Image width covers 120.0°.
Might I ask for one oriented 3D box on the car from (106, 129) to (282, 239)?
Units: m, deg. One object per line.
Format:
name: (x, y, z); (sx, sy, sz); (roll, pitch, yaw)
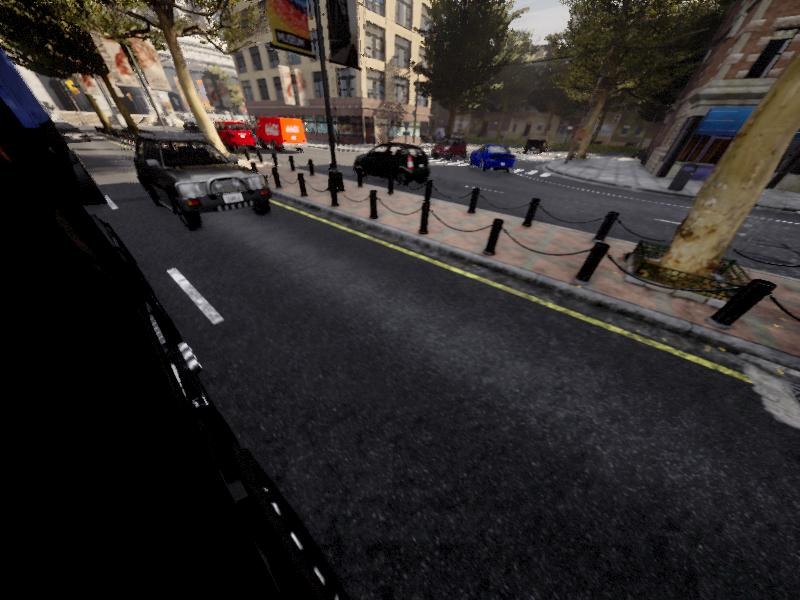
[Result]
car: (-5.622, -3.436, 6.330); (4.605, 1.855, 1.932); (27, 43, 29)

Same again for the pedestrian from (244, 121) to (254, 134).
pedestrian: (-27.179, -30.941, 41.499); (0.751, 1.860, 0.751); (30, 44, 31)

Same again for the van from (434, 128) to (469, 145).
van: (10.336, -33.387, 47.053); (6.366, 2.431, 2.351); (27, 43, 29)

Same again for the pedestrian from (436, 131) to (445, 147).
pedestrian: (5.890, -23.197, 33.285); (0.751, 1.860, 0.751); (24, 42, 26)

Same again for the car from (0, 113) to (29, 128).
car: (-57.782, -25.725, 32.998); (2.033, 1.649, 4.856); (27, 43, 29)

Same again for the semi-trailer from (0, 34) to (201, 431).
semi-trailer: (-8.656, -3.633, 4.270); (14.254, 4.402, 2.717); (29, 44, 30)

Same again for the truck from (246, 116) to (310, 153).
truck: (-11.248, -15.334, 21.410); (5.204, 2.467, 2.627); (27, 43, 29)

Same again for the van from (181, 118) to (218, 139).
van: (-27.153, -23.249, 31.336); (4.480, 2.038, 2.069); (27, 43, 29)

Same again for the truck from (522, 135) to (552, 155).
truck: (19.892, -22.517, 33.387); (2.390, 2.098, 6.274); (23, 41, 24)

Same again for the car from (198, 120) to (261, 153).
car: (-14.945, -14.366, 20.226); (5.566, 2.045, 2.150); (27, 43, 29)

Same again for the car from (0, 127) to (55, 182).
car: (-16.484, -6.120, 9.537); (4.892, 1.490, 1.837); (27, 43, 29)

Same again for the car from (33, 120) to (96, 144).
car: (-29.451, -14.734, 20.274); (4.674, 1.442, 1.812); (20, 40, 22)

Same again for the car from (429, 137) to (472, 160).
car: (4.843, -14.552, 22.139); (1.851, 1.617, 3.988); (31, 45, 32)

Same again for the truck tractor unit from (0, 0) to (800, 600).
truck tractor unit: (-2.645, -0.295, 0.351); (6.516, 4.208, 3.053); (28, 44, 30)

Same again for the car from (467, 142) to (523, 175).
car: (6.474, -10.166, 16.425); (1.882, 1.535, 5.008); (1, 37, -1)

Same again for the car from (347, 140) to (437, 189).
car: (-0.490, -6.835, 11.447); (3.988, 1.617, 1.851); (27, 43, 29)
